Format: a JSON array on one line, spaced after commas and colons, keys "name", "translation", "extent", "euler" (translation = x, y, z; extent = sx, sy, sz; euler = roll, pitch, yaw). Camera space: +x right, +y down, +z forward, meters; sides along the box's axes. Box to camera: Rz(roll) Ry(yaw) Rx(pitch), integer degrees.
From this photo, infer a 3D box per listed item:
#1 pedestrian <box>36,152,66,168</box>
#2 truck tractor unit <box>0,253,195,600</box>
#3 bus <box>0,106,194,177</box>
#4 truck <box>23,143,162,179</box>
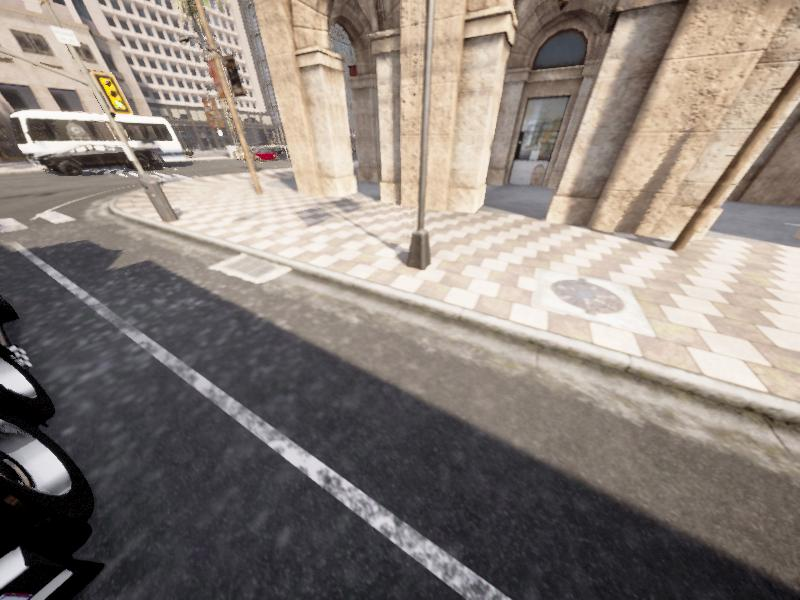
[{"name": "pedestrian", "translation": [-33.016, -13.255, 21.860], "extent": [0.751, 1.300, 0.751], "euler": [1, 35, 2]}, {"name": "truck tractor unit", "translation": [-5.094, -0.316, 0.812], "extent": [6.516, 4.208, 3.053], "euler": [19, 39, 25]}, {"name": "bus", "translation": [-26.726, -14.375, 21.152], "extent": [3.944, 4.253, 10.273], "euler": [17, 38, 23]}, {"name": "truck", "translation": [-24.670, -11.625, 19.064], "extent": [2.390, 2.098, 6.274], "euler": [17, 38, 23]}]
